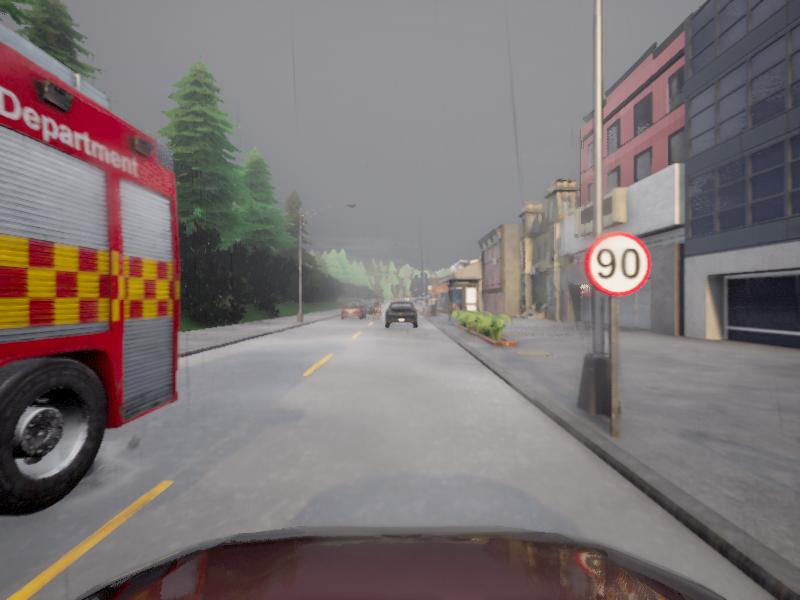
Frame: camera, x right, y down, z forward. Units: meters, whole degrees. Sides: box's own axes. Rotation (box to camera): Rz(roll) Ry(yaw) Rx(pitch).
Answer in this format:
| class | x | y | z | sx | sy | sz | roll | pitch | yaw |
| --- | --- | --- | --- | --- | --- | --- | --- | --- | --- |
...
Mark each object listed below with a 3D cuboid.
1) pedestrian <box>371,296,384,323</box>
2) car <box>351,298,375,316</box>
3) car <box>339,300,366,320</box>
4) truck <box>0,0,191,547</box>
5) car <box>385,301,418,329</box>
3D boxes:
| class | x | y | z | sx | sy | sz | roll | pitch | yaw |
| --- | --- | --- | --- | --- | --- | --- | --- | --- | --- |
| pedestrian | -1.576 | 0.628 | 27.943 | 0.751 | 1.860 | 0.751 | 0 | 0 | -17 |
| car | -3.821 | 0.680 | 42.439 | 2.097 | 1.767 | 4.553 | 0 | 0 | 0 |
| car | -3.866 | 0.803 | 33.346 | 1.789 | 1.549 | 3.705 | 0 | 0 | 0 |
| truck | -4.027 | -0.322 | 0.662 | 2.891 | 3.827 | 8.468 | 0 | 0 | 0 |
| car | 0.094 | 0.837 | 24.713 | 1.837 | 1.490 | 4.892 | 0 | 0 | 0 |
